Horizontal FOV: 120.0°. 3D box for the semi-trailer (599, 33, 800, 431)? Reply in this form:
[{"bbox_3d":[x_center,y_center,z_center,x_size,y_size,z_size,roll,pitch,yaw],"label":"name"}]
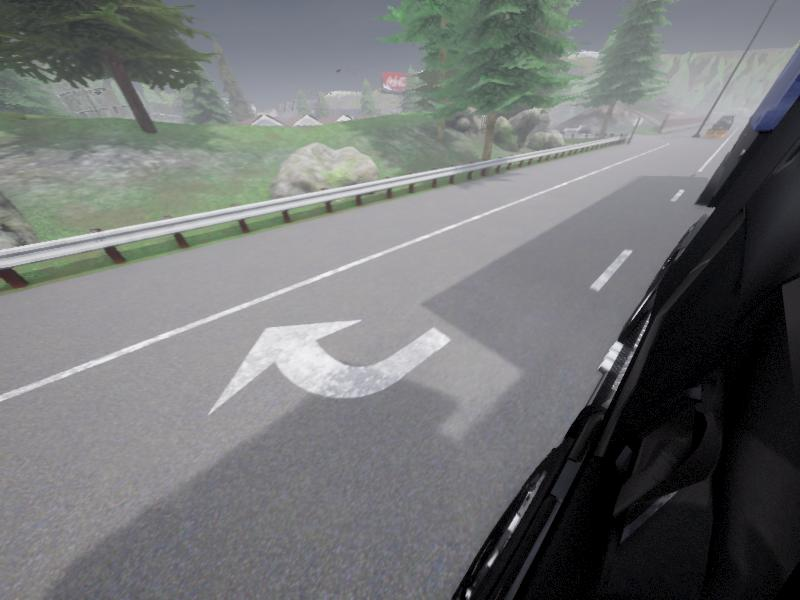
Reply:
[{"bbox_3d":[8.669,-3.614,4.272,14.254,4.402,2.717,-28,43,-30],"label":"semi-trailer"}]

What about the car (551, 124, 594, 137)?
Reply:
[{"bbox_3d":[27.650,-27.307,37.198,2.038,1.542,4.974,-28,43,-30],"label":"car"}]

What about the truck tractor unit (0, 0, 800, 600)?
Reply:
[{"bbox_3d":[2.645,-0.295,0.351,6.516,4.208,3.053,-28,44,-30],"label":"truck tractor unit"}]
